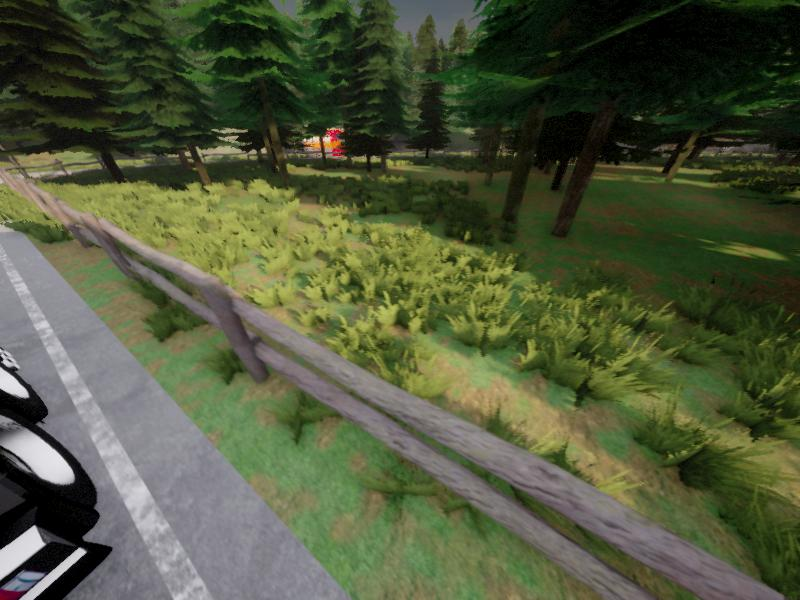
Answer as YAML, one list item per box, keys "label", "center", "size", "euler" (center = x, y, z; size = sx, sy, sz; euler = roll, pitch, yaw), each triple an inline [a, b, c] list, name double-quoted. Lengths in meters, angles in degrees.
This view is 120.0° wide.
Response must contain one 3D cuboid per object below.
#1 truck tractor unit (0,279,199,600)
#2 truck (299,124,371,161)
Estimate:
- label: "truck tractor unit"
  center: [-5.137, -0.274, 0.743]
  size: [6.516, 4.208, 3.053]
  euler: [17, 39, 23]
- label: "truck"
  center: [-8.571, -21.314, 31.337]
  size: [8.468, 3.827, 2.891]
  euler: [-9, 36, -12]
